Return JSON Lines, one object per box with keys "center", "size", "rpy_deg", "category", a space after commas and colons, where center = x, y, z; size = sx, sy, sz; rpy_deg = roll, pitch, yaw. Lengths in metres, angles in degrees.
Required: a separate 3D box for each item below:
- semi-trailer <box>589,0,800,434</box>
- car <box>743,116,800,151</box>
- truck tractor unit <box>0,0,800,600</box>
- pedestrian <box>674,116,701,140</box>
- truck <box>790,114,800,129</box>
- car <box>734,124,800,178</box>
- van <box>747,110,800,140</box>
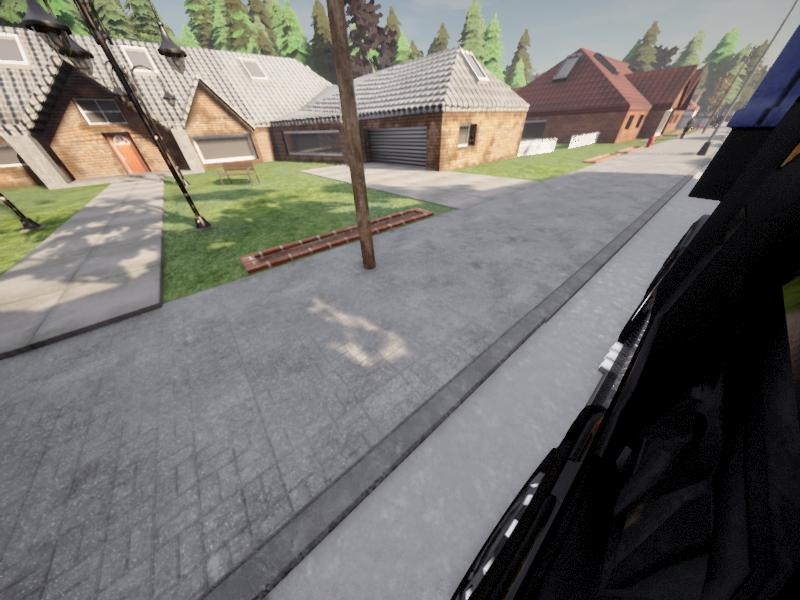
{"center": [9.286, -3.122, 3.542], "size": [14.254, 4.402, 2.717], "rpy_deg": [-21, 40, -22], "category": "semi-trailer"}
{"center": [26.061, -11.518, 15.901], "size": [4.553, 1.767, 2.097], "rpy_deg": [-28, 44, -30], "category": "car"}
{"center": [2.645, -0.295, 0.351], "size": [6.516, 4.208, 3.053], "rpy_deg": [-28, 44, -30], "category": "truck tractor unit"}
{"center": [27.514, -16.449, 22.128], "size": [0.751, 1.860, 0.751], "rpy_deg": [-27, 43, -29], "category": "pedestrian"}
{"center": [57.640, -25.876, 31.411], "size": [8.468, 3.827, 2.891], "rpy_deg": [-28, 43, -29], "category": "truck"}
{"center": [17.114, -6.788, 10.318], "size": [5.366, 1.575, 1.801], "rpy_deg": [-28, 44, -29], "category": "car"}
{"center": [35.722, -16.753, 22.074], "size": [4.480, 2.038, 2.069], "rpy_deg": [-29, 44, -29], "category": "van"}
